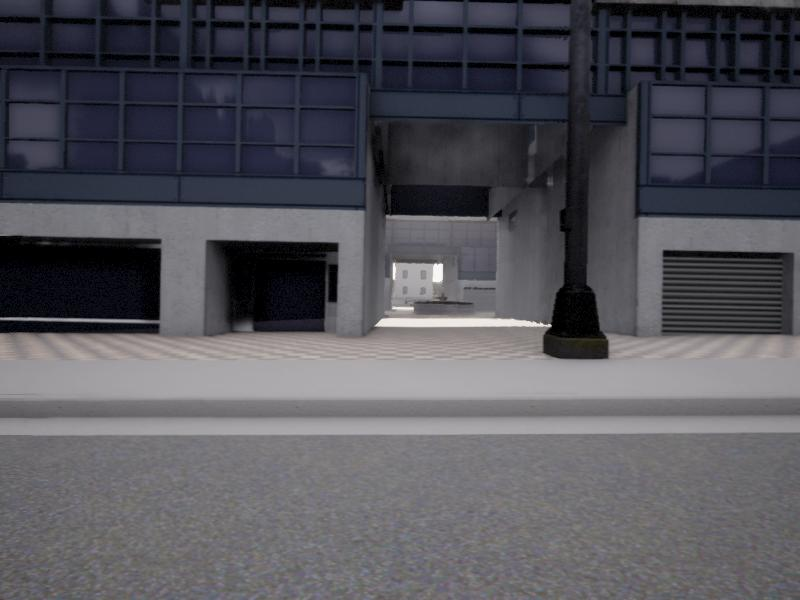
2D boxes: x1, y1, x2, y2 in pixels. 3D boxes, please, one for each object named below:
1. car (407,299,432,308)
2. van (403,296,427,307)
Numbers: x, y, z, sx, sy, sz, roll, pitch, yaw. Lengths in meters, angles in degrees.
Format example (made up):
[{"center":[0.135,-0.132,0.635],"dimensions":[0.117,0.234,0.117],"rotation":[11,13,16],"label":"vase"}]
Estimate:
[{"center":[3.589,0.576,74.479],"dimensions":[4.514,1.525,2.007],"rotation":[1,0,5],"label":"car"},{"center":[2.916,0.296,78.000],"dimensions":[4.442,1.987,1.775],"rotation":[1,0,5],"label":"van"}]
